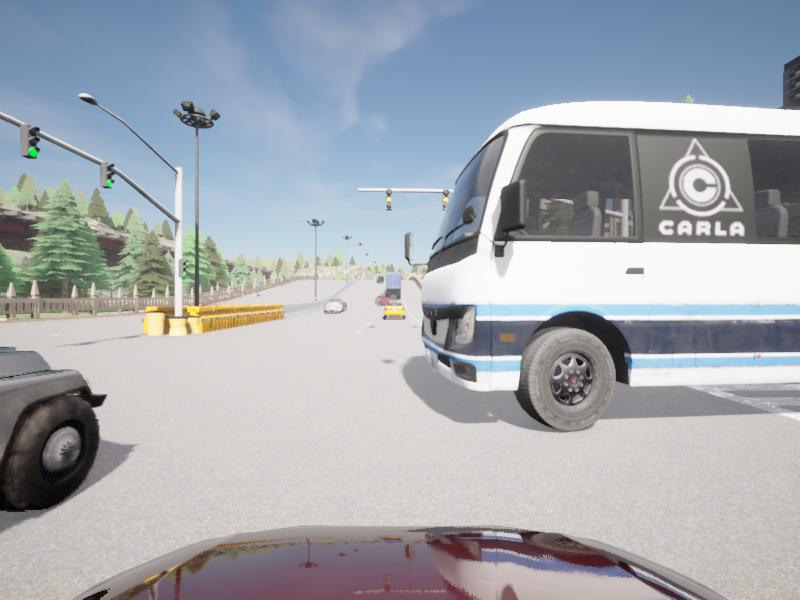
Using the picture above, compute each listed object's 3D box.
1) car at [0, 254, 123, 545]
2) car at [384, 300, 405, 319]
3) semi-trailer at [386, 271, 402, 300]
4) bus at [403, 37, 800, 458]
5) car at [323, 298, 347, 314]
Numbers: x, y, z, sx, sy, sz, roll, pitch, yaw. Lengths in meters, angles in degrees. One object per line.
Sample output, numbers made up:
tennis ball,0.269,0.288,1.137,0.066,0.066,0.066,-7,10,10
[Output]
car,-3.523,0.647,1.803,1.905,1.878,3.866,0,0,-1
car,-0.489,0.800,35.877,1.801,1.575,5.366,0,0,-1
semi-trailer,-1.196,-2.994,75.041,2.717,4.402,14.254,0,7,-1
bus,5.365,-0.534,6.490,10.273,4.253,3.944,0,0,-5
car,-7.699,0.647,48.001,2.152,1.651,5.027,0,2,-1
